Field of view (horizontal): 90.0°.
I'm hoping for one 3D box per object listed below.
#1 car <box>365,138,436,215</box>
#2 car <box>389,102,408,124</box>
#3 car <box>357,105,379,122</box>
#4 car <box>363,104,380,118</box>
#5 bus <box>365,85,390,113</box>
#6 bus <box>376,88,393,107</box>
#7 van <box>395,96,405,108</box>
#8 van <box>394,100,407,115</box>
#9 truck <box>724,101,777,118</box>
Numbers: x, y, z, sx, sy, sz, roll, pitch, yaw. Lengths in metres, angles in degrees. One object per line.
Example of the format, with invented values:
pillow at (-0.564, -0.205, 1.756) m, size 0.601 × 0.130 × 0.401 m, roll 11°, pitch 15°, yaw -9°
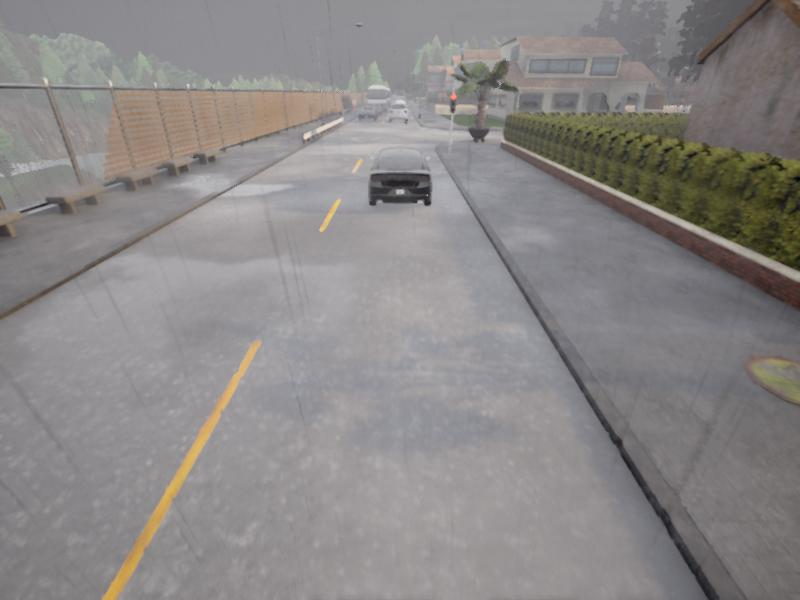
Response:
car at (0.008, -4.226, 13.108) m, size 1.882 × 1.535 × 5.008 m, roll 0°, pitch 27°, yaw 0°
car at (-0.124, -22.217, 47.398) m, size 2.150 × 2.045 × 5.566 m, roll 1°, pitch 27°, yaw 1°
car at (-3.972, -23.608, 50.535) m, size 2.152 × 1.651 × 5.027 m, roll 1°, pitch 27°, yaw 1°
car at (-3.987, -26.773, 56.658) m, size 2.033 × 1.649 × 4.856 m, roll 0°, pitch 27°, yaw 0°
bus at (-3.859, -36.629, 72.879) m, size 3.944 × 4.253 × 10.273 m, roll 0°, pitch 27°, yaw 0°
bus at (-3.855, -52.461, 103.543) m, size 3.944 × 4.253 × 10.273 m, roll 0°, pitch 27°, yaw 0°
van at (0.023, -49.284, 99.400) m, size 2.351 × 2.431 × 6.366 m, roll 0°, pitch 27°, yaw 0°
van at (0.016, -31.358, 65.116) m, size 2.069 × 2.038 × 4.480 m, roll 0°, pitch 27°, yaw 0°
truck at (53.544, -29.328, 61.413) m, size 2.390 × 2.098 × 6.274 m, roll 0°, pitch 27°, yaw 0°
